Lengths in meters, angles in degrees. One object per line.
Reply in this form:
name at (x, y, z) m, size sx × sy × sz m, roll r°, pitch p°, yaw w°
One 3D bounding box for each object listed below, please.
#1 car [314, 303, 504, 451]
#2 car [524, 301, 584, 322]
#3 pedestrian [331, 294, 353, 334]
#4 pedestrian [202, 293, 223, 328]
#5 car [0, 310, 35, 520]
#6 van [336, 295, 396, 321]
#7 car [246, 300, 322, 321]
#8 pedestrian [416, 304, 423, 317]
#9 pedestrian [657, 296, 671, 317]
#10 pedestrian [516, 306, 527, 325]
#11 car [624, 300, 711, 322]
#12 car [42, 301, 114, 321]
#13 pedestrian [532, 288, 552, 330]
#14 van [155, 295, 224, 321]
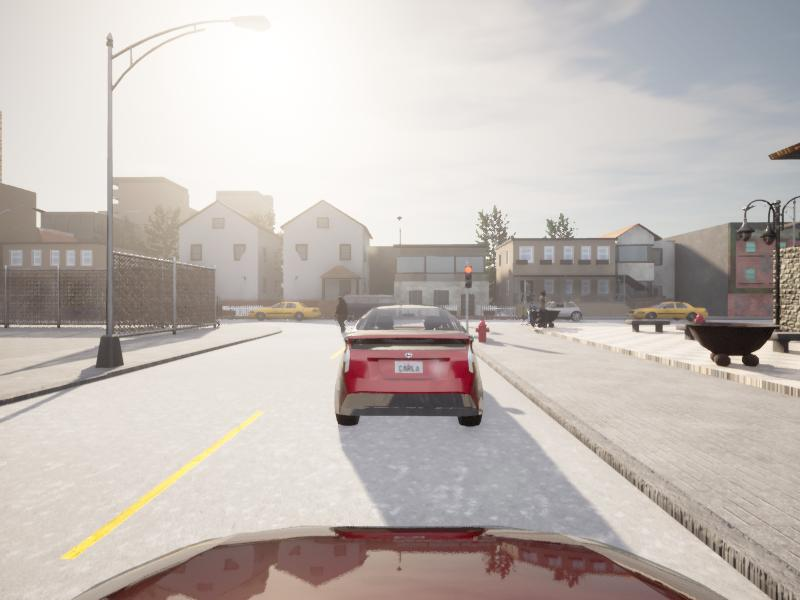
car at (0.137, 0.828, 6.489) m, size 2.007 × 1.525 × 4.514 m, roll 0°, pitch 0°, yaw 1°
car at (11.638, 0.853, 30.357) m, size 3.806 × 1.475 × 1.970 m, roll 0°, pitch 0°, yaw 1°
pedestrian at (-2.723, 0.637, 18.760) m, size 0.751 × 1.860 × 0.751 m, roll 0°, pitch 0°, yaw 24°
pedestrian at (-10.121, 0.534, 21.624) m, size 0.751 × 1.860 × 0.751 m, roll 0°, pitch 0°, yaw 5°
car at (-4.006, 0.836, 0.742) m, size 2.128 × 1.511 × 4.902 m, roll 0°, pitch 0°, yaw 1°
van at (-2.525, 0.598, 30.669) m, size 4.442 × 1.987 × 1.775 m, roll 0°, pitch 0°, yaw 1°
car at (-8.855, 0.801, 30.810) m, size 5.366 × 1.575 × 1.801 m, roll 0°, pitch 0°, yaw 1°
pedestrian at (1.760, 0.913, 35.682) m, size 0.500 × 1.100 × 0.500 m, roll 0°, pitch 0°, yaw -15°
pedestrian at (23.645, 0.533, 35.846) m, size 0.751 × 1.860 × 0.751 m, roll 0°, pitch 0°, yaw 9°
pedestrian at (7.169, 0.905, 23.554) m, size 0.500 × 1.100 × 0.500 m, roll 0°, pitch 0°, yaw 1°
car at (20.071, 0.801, 30.172) m, size 5.366 × 1.575 × 1.801 m, roll 0°, pitch 0°, yaw 1°
car at (-24.998, 0.854, 31.148) m, size 4.193 × 1.474 × 1.816 m, roll 0°, pitch 0°, yaw 1°
pedestrian at (6.527, 0.407, 18.412) m, size 0.751 × 1.860 × 0.751 m, roll 0°, pitch 0°, yaw 7°
van at (-16.185, 0.600, 30.901) m, size 4.442 × 1.987 × 1.775 m, roll 0°, pitch 0°, yaw 2°
